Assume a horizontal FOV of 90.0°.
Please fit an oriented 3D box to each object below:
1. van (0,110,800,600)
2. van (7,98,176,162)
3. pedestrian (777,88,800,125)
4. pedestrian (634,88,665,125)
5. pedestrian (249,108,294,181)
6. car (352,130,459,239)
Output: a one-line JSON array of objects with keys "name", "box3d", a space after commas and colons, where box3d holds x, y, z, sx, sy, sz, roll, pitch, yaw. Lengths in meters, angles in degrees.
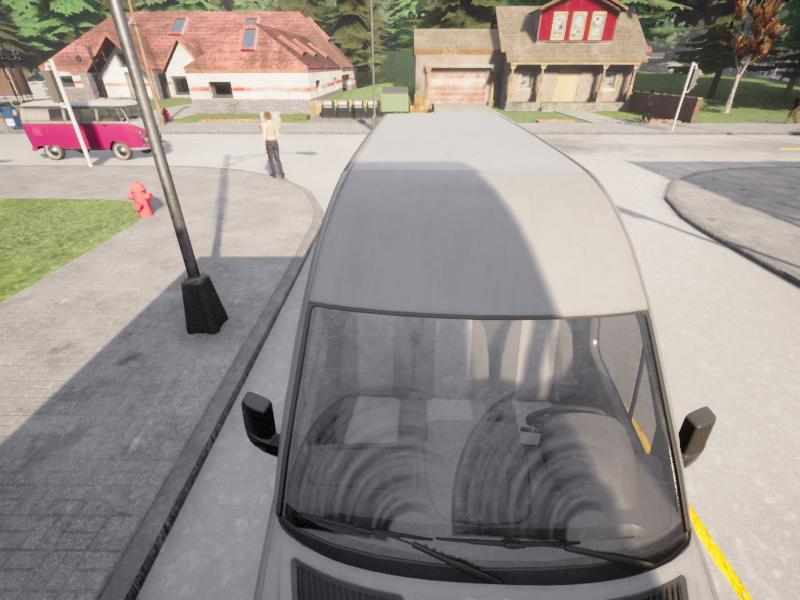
[{"name": "van", "box3d": [0.415, 0.049, 3.431, 1.988, 2.561, 5.915, 1, 30, 2]}, {"name": "van", "box3d": [-11.360, -6.437, 15.075, 4.442, 1.987, 1.775, 0, 30, 0]}, {"name": "pedestrian", "box3d": [22.457, -10.946, 22.668, 0.751, 1.860, 0.751, 1, 30, 1]}, {"name": "pedestrian", "box3d": [14.118, -10.964, 22.699, 0.751, 1.860, 0.751, 0, 30, 0]}, {"name": "pedestrian", "box3d": [-3.746, -4.546, 11.707, 0.751, 1.860, 0.751, -22, 37, -33]}, {"name": "car", "box3d": [-0.064, -2.919, 9.475, 1.789, 1.549, 3.705, -5, 31, -8]}]
